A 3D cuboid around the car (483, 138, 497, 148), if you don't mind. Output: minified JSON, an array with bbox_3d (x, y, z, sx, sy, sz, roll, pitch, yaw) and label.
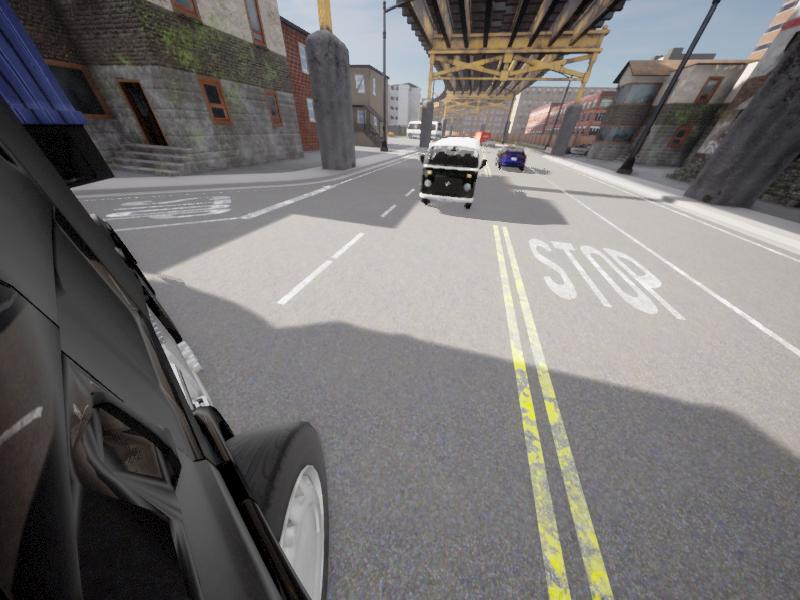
[{"bbox_3d":[17.702,-30.911,45.424,1.845,1.501,3.633,8,37,7],"label":"car"}]

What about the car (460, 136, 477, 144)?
[{"bbox_3d":[16.761,-39.284,56.790,1.970,1.475,3.806,-10,38,-17],"label":"car"}]

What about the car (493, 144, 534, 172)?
[{"bbox_3d":[9.108,-11.759,18.980,2.163,1.488,4.792,11,37,11],"label":"car"}]

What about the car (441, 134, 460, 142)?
[{"bbox_3d":[13.552,-43.552,62.239,1.837,1.490,4.892,-22,43,-30],"label":"car"}]

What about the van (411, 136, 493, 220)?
[{"bbox_3d":[2.021,-4.821,8.635,2.069,2.038,4.480,11,37,11],"label":"van"}]

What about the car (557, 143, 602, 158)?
[{"bbox_3d":[27.335,-23.017,35.379,2.038,1.542,4.974,-29,47,-35],"label":"car"}]

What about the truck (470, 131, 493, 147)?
[{"bbox_3d":[17.847,-35.470,50.805,2.627,2.467,5.204,-1,37,-5],"label":"truck"}]

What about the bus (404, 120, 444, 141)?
[{"bbox_3d":[6.762,-48.946,66.735,10.273,4.253,3.944,23,41,25],"label":"bus"}]

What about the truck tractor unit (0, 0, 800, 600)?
[{"bbox_3d":[-2.645,-0.295,0.351,6.516,4.208,3.053,28,44,30],"label":"truck tractor unit"}]
